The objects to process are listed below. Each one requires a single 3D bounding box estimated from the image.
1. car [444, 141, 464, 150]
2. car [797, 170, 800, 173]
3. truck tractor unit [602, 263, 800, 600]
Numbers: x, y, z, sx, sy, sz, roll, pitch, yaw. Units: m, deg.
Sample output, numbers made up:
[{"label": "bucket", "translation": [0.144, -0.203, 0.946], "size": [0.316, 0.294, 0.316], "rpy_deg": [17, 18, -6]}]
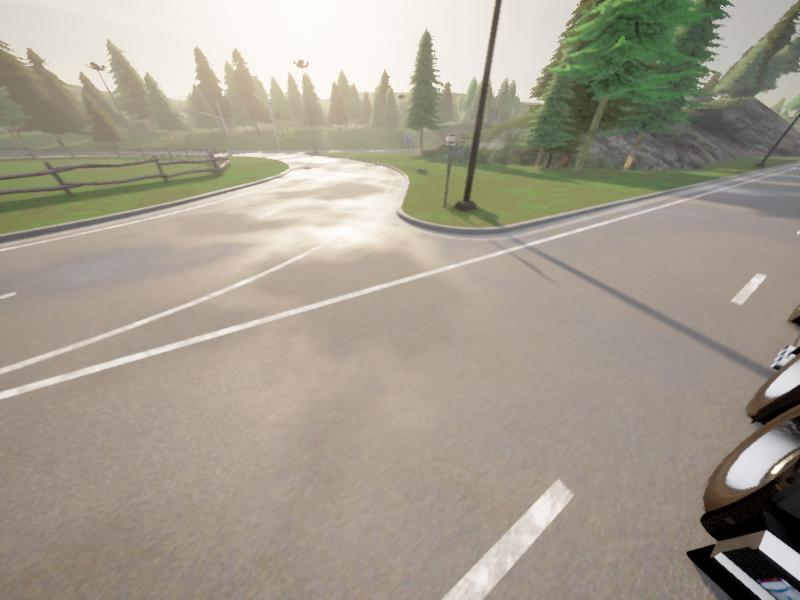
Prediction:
[{"label": "car", "translation": [15.790, -45.150, 67.393], "size": [5.566, 2.045, 2.150], "rpy_deg": [-18, 39, -24]}, {"label": "car", "translation": [39.027, -12.472, 21.101], "size": [3.806, 1.475, 1.970], "rpy_deg": [-18, 39, -24]}, {"label": "truck tractor unit", "translation": [5.114, -0.294, 0.793], "size": [6.516, 4.208, 3.053], "rpy_deg": [-18, 39, -24]}]
